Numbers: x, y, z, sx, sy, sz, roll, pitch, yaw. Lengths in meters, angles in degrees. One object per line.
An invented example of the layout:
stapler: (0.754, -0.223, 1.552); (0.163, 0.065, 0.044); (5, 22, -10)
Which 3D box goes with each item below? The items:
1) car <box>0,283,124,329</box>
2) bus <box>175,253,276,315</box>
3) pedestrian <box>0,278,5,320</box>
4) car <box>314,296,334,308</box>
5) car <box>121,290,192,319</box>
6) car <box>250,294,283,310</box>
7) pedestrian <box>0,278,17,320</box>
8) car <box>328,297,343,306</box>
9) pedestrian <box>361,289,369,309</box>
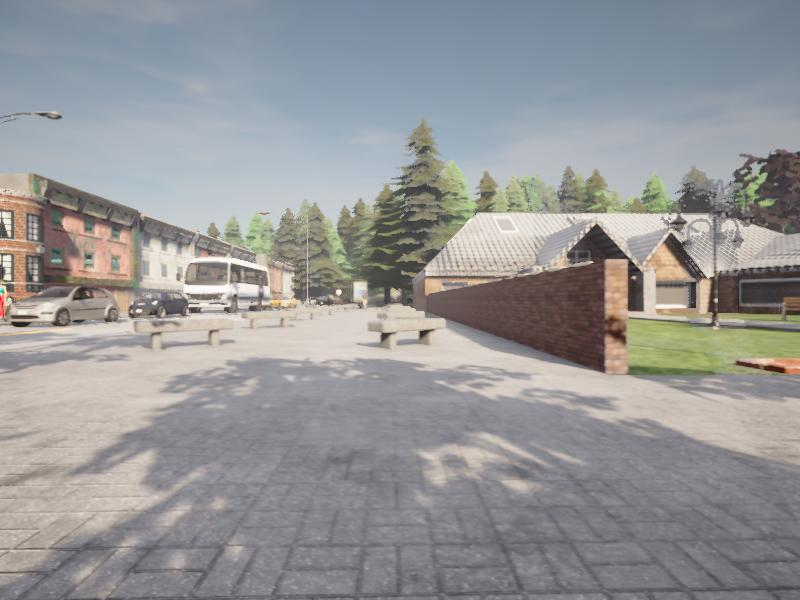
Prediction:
car: (-13.448, 0.207, 16.222); (1.851, 1.617, 3.988); (0, 0, -1)
bus: (-13.668, -1.113, 32.822); (3.944, 4.253, 10.273); (0, 0, -1)
pedestrian: (-18.264, -0.041, 17.741); (0.751, 1.860, 0.751); (0, 0, 6)
car: (-10.225, 0.240, 54.391); (1.882, 1.535, 5.008); (0, 0, -1)
car: (-13.576, 0.246, 22.580); (1.845, 1.501, 3.633); (0, 0, -1)
car: (-13.976, 0.223, 42.116); (1.801, 1.575, 5.366); (0, 0, -1)
pedestrian: (-18.270, -0.041, 18.338); (0.751, 1.860, 0.751); (0, 0, -6)
car: (-10.435, 0.288, 65.232); (1.812, 1.442, 4.674); (0, 0, -1)
pedestrian: (-3.234, -0.061, 37.413); (0.751, 1.860, 0.751); (0, 0, -4)
